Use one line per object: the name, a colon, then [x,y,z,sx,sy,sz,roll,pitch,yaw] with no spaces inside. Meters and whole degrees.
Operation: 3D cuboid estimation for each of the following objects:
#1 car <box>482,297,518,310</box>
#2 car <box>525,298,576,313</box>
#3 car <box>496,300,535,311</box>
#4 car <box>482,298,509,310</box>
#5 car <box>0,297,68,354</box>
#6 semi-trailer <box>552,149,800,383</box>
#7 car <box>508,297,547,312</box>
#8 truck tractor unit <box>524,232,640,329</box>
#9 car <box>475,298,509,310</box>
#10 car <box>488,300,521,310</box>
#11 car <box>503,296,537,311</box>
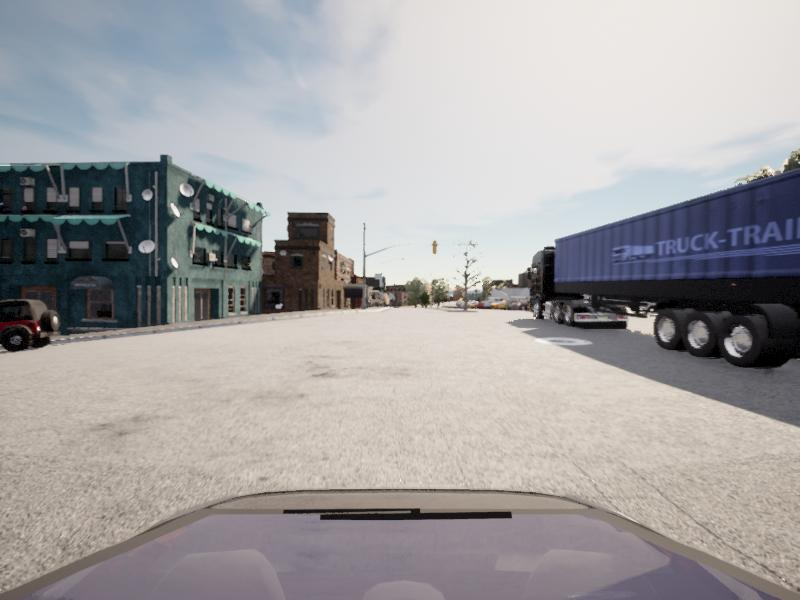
car: [17.240,0.672,68.928,5.566,2.045,2.435,2,-1,-20]
car: [16.947,0.614,45.022,5.366,1.575,1.946,2,0,-20]
car: [17.349,0.806,60.046,5.366,1.575,1.946,2,-1,-20]
car: [17.118,0.743,71.850,4.442,1.987,1.878,2,-1,-20]
car: [-15.090,1.017,14.751,3.866,1.878,1.905,-6,2,-23]
semi-trailer: [8.896,-0.805,12.785,2.717,4.402,14.254,0,2,0]
car: [17.187,0.607,54.032,4.553,1.767,2.185,2,0,-20]
truck tractor unit: [8.934,-0.951,20.703,3.053,4.208,6.516,0,2,0]
car: [17.212,0.776,74.852,5.566,2.045,2.435,2,-1,-20]
car: [17.203,0.880,65.933,5.008,1.535,2.097,2,-1,-20]
car: [17.063,0.538,56.960,4.442,1.987,1.878,2,0,-20]
